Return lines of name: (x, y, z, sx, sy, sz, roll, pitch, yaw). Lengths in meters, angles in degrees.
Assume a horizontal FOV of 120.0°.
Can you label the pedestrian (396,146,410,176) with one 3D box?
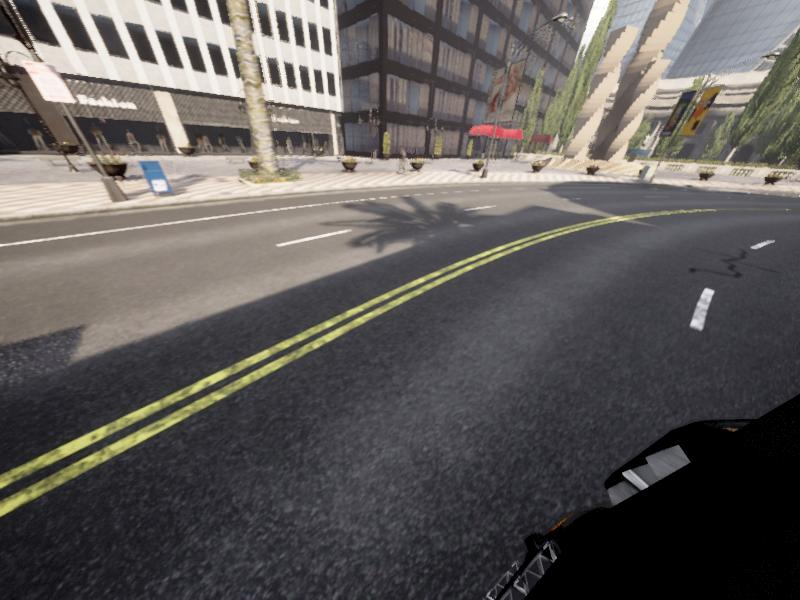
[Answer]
pedestrian: (0.211, -10.271, 17.090, 0.751, 1.860, 0.751, -8, 36, -16)
